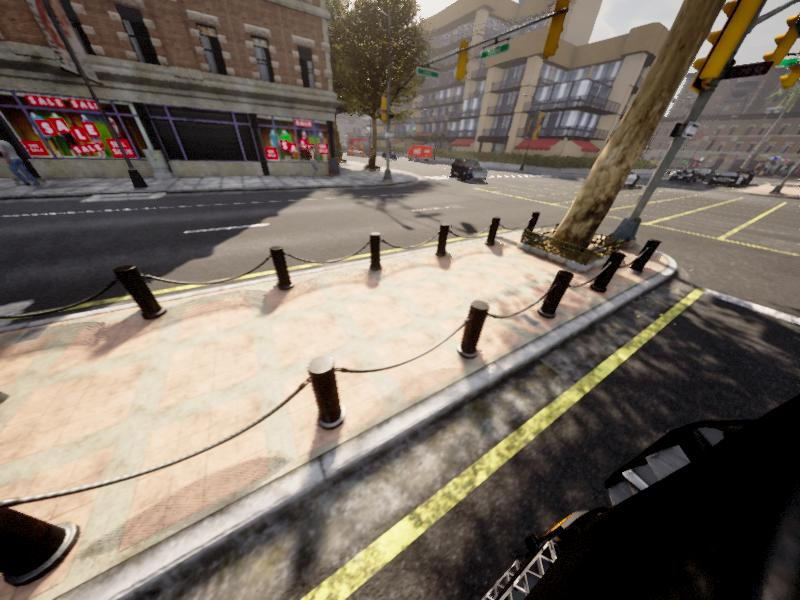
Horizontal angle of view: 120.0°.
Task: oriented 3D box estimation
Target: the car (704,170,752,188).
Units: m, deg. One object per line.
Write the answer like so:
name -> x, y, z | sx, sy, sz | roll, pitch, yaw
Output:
car -> 37.941, -14.065, 26.725 | 4.974, 1.542, 2.038 | -16, 38, -26

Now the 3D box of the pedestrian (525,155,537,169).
pedestrian -> 20.066, -21.200, 35.470 | 0.751, 1.860, 0.751 | -14, 37, -24

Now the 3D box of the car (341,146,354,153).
car -> -15.852, -45.221, 69.543 | 2.163, 1.488, 4.792 | -16, 38, -27

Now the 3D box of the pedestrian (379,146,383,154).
pedestrian -> -5.339, -42.122, 65.025 | 0.751, 1.860, 0.751 | -15, 38, -25

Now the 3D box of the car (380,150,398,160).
car -> -2.207, -28.348, 45.103 | 1.789, 1.549, 3.705 | -16, 38, -27

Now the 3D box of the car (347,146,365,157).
car -> -9.458, -31.656, 49.308 | 2.097, 1.767, 4.553 | -16, 38, -27

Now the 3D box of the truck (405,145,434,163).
truck -> 3.463, -27.065, 42.778 | 2.627, 2.467, 5.204 | -16, 38, -27

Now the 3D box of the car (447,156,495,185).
car -> 5.852, -11.208, 19.831 | 2.033, 1.649, 4.856 | -2, 34, -9

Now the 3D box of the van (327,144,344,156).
van -> -13.811, -32.181, 49.537 | 2.069, 2.038, 4.480 | -16, 38, -27

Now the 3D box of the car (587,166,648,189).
car -> 19.309, -10.891, 20.512 | 4.974, 1.542, 2.038 | -15, 38, -27

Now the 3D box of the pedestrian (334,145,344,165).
pedestrian -> -6.834, -16.230, 25.884 | 0.751, 1.860, 0.751 | -17, 39, -27

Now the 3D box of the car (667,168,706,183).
car -> 36.319, -15.815, 29.286 | 3.806, 1.475, 1.970 | -16, 38, -26

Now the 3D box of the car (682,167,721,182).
car -> 42.075, -17.556, 32.209 | 5.238, 1.638, 1.930 | -17, 38, -26

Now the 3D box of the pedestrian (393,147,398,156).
pedestrian -> -1.101, -37.487, 58.369 | 0.751, 1.860, 0.751 | 30, 42, 34

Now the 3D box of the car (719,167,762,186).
car -> 43.329, -15.771, 29.402 | 4.605, 1.855, 1.932 | -16, 38, -26

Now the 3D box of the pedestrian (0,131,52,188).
pedestrian -> -15.169, -5.482, 9.035 | 0.751, 1.860, 0.751 | -10, 36, -18

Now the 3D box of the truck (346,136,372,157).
truck -> -9.850, -36.701, 55.042 | 2.891, 3.827, 8.468 | -16, 38, -27

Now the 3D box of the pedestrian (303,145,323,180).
pedestrian -> -5.525, -8.773, 14.746 | 0.751, 1.860, 0.751 | -16, 38, -26

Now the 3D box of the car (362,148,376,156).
car -> -7.954, -37.587, 58.714 | 1.970, 1.475, 3.806 | -16, 38, -27
